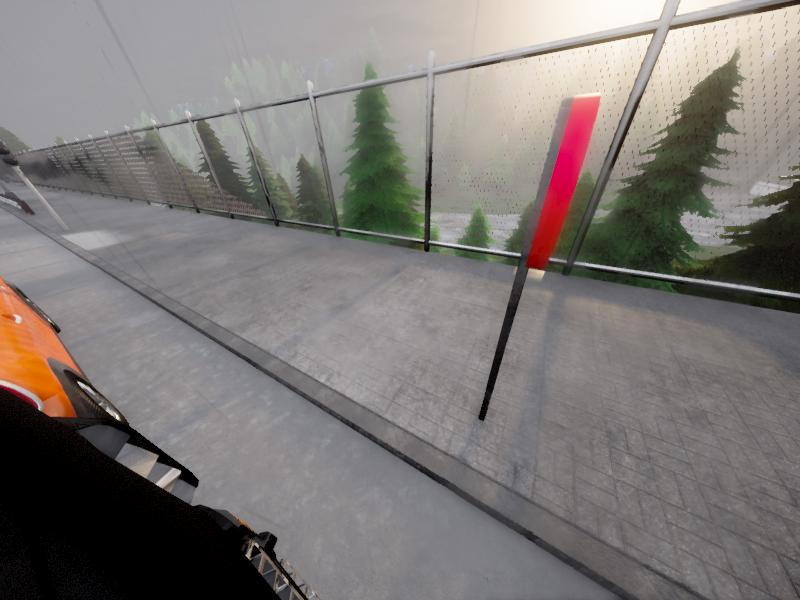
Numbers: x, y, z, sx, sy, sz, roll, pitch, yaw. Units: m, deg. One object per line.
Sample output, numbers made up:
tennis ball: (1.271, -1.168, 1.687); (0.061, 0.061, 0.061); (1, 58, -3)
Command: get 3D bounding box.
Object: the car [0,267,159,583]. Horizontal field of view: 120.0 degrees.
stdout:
car: (-4.631, 0.598, 1.777); (4.553, 1.767, 2.097); (16, 38, 26)
